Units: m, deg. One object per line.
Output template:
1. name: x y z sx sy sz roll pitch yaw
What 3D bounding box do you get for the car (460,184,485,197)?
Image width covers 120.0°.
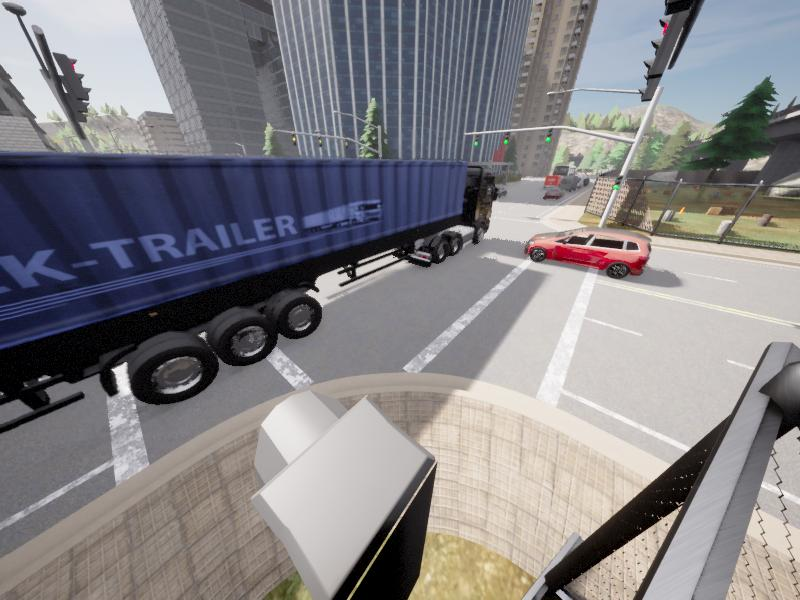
1. car: 11.378 -17.082 36.037 1.812 1.442 4.674 23 37 34

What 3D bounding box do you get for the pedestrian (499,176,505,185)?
1. pedestrian: 24.826 -29.247 56.338 0.751 1.860 0.751 22 37 33

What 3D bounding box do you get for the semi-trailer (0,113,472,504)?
1. semi-trailer: -2.606 -1.856 6.717 2.717 4.402 14.254 23 37 34

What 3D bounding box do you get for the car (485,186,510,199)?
1. car: 14.654 -16.286 34.735 1.994 1.385 4.181 22 37 33

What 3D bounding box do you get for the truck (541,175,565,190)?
1. truck: 30.920 -23.734 46.528 2.627 2.467 5.204 23 37 34

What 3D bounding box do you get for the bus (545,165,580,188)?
1. bus: 36.990 -28.217 52.516 3.944 4.253 10.273 23 37 34

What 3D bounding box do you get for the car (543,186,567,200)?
1. car: 22.308 -15.390 33.182 1.994 1.385 4.181 22 37 33

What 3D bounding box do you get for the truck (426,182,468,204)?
1. truck: 6.327 -14.354 30.659 2.390 2.098 6.274 23 37 34

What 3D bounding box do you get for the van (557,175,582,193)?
1. van: 30.940 -21.257 42.174 1.988 2.561 5.915 25 39 37

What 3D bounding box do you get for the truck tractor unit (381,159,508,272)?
1. truck tractor unit: 2.473 -4.791 12.027 3.053 4.208 6.516 23 37 34

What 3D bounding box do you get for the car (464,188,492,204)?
1. car: 10.164 -13.647 30.058 1.816 1.474 4.193 23 37 34

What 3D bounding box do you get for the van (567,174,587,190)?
1. van: 36.526 -24.377 47.580 1.988 2.561 5.915 23 37 34

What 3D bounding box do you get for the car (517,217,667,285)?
1. car: 8.359 -2.468 10.590 4.611 1.667 2.242 23 37 33

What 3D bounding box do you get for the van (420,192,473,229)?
1. van: 3.809 -7.347 18.647 2.069 2.038 4.480 23 37 34
